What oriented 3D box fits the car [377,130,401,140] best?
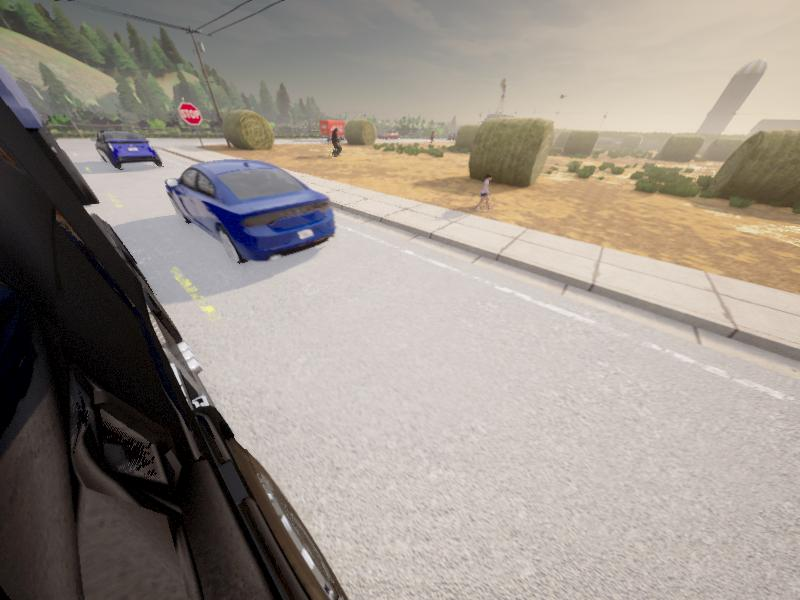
[{"bbox_3d":[-2.101,-31.696,44.428,2.007,1.525,4.514,30,45,31],"label":"car"}]

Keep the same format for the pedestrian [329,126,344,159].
[{"bbox_3d":[-4.477,-11.091,16.271,0.751,1.860,0.751,-10,39,-16],"label":"pedestrian"}]

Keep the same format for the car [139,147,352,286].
[{"bbox_3d":[-3.551,-2.284,5.182,5.008,1.535,1.882,28,43,29],"label":"car"}]

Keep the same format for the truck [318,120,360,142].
[{"bbox_3d":[-8.790,-24.719,33.892,2.627,2.467,5.204,30,44,31],"label":"truck"}]

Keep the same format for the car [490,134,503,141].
[{"bbox_3d":[28.319,-47.681,67.875,1.970,1.475,3.806,30,45,31],"label":"car"}]

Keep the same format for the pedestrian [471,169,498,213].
[{"bbox_3d":[2.538,-3.275,6.963,0.500,1.100,0.500,13,38,14],"label":"pedestrian"}]

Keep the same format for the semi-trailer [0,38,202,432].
[{"bbox_3d":[-8.731,-3.592,4.181,14.254,4.402,2.717,28,44,29],"label":"semi-trailer"}]

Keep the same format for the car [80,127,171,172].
[{"bbox_3d":[-14.117,-7.836,11.885,4.514,1.525,2.007,28,43,29],"label":"car"}]

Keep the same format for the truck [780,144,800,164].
[{"bbox_3d":[63.535,-22.606,35.919,2.627,2.467,5.204,27,43,29],"label":"truck"}]

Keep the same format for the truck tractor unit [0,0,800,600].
[{"bbox_3d":[-2.645,-0.295,0.351,6.516,4.208,3.053,28,44,30],"label":"truck tractor unit"}]

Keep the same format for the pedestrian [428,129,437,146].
[{"bbox_3d":[4.654,-23.162,32.935,0.751,1.860,0.751,18,40,20],"label":"pedestrian"}]

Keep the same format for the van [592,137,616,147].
[{"bbox_3d":[56.465,-43.728,64.007,4.480,2.038,2.069,28,43,29],"label":"van"}]
